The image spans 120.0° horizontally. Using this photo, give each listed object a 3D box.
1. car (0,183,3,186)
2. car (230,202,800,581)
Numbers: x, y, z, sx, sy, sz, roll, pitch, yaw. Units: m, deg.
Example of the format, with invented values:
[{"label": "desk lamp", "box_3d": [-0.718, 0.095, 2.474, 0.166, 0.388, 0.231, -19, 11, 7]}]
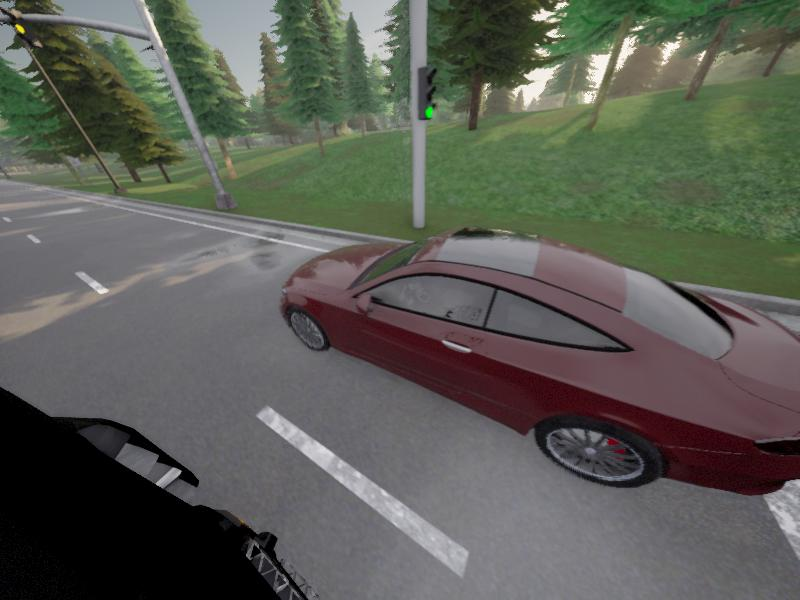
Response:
[{"label": "car", "box_3d": [-58.494, -16.885, 32.375, 5.238, 1.638, 1.930, 16, 38, 26]}, {"label": "car", "box_3d": [0.630, -0.002, 2.582, 4.674, 1.442, 1.812, 16, 38, 26]}]
